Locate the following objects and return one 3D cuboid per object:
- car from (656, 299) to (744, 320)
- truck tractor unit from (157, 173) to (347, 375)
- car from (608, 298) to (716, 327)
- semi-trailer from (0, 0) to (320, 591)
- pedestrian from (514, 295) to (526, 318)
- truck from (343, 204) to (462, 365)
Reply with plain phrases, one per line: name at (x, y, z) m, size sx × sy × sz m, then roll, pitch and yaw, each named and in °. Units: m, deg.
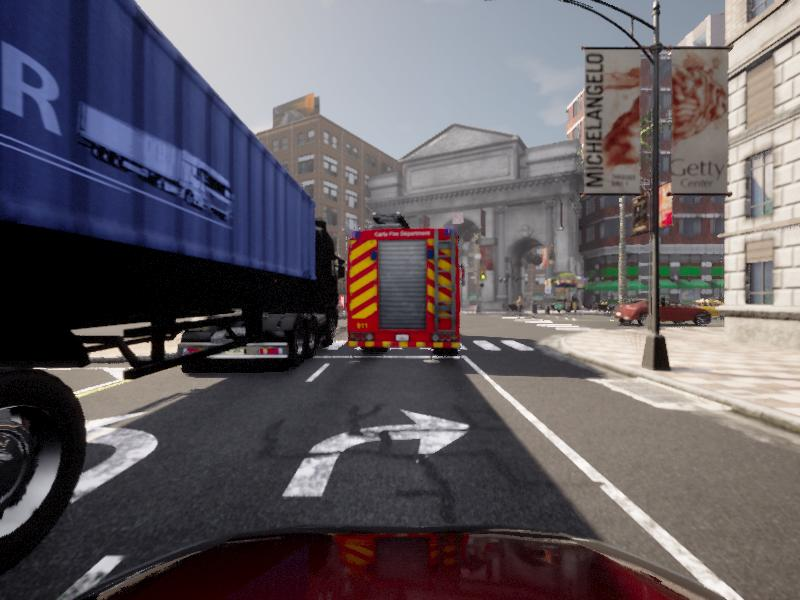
car at (23.023, 0.684, 30.815) m, size 5.366 × 1.575 × 1.801 m, roll 0°, pitch 0°, yaw 1°
truck tractor unit at (-3.522, -0.564, 11.595) m, size 3.053 × 4.208 × 6.516 m, roll 0°, pitch 1°, yaw 0°
car at (15.518, 0.689, 23.893) m, size 5.027 × 1.651 × 2.152 m, roll 0°, pitch 0°, yaw -1°
semi-trailer at (-3.524, -0.631, 3.682) m, size 2.717 × 4.402 × 14.254 m, roll 0°, pitch 0°, yaw 0°
pedestrian at (9.980, 0.511, 33.229) m, size 0.751 × 1.860 × 0.751 m, roll 0°, pitch 0°, yaw -2°
truck at (0.633, -0.374, 13.930) m, size 2.891 × 3.827 × 8.468 m, roll 0°, pitch 0°, yaw 8°
